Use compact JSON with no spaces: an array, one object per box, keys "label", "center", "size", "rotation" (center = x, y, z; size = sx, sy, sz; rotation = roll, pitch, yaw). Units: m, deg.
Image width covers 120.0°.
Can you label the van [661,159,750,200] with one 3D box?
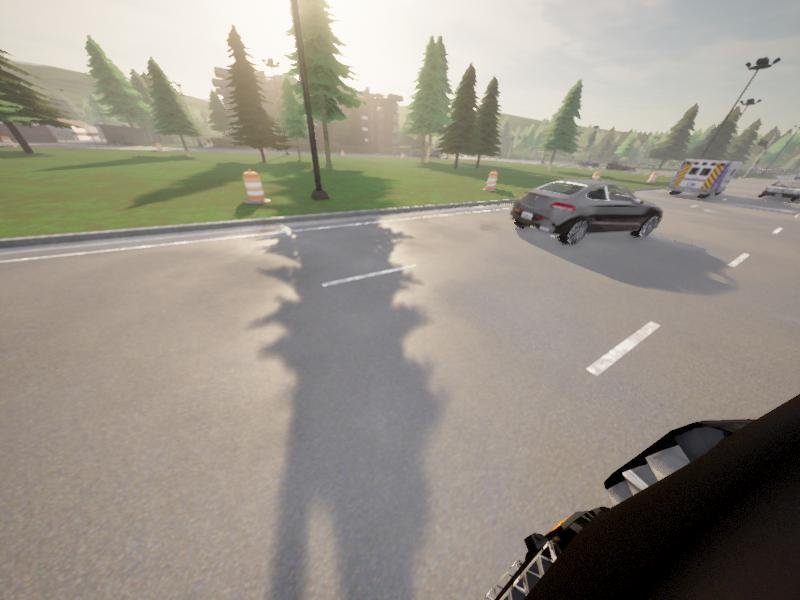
[{"label":"van","center":[24.214,-9.602,18.306],"size":[6.366,2.431,2.351],"rotation":[-16,38,-26]}]

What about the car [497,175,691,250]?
[{"label":"car","center":[6.178,-3.041,7.627],"size":[5.027,1.651,2.152],"rotation":[-9,35,-17]}]

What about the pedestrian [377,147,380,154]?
[{"label":"pedestrian","center":[-6.728,-47.343,73.022],"size":[0.751,1.860,0.751],"rotation":[-24,42,-35]}]

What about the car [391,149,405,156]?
[{"label":"car","center":[-0.717,-43.610,68.468],"size":[3.705,1.549,1.789],"rotation":[-16,38,-26]}]

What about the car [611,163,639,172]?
[{"label":"car","center":[52.127,-30.782,53.601],"size":[1.994,1.385,4.181],"rotation":[-15,38,-26]}]

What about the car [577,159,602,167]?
[{"label":"car","center":[55.596,-40.278,68.003],"size":[1.930,1.638,5.238],"rotation":[-15,38,-26]}]

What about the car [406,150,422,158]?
[{"label":"car","center":[3.917,-40.473,64.061],"size":[3.988,1.617,1.851],"rotation":[-16,38,-26]}]

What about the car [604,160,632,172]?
[{"label":"car","center":[49.016,-30.246,52.054],"size":[1.905,1.878,3.866],"rotation":[-15,38,-26]}]

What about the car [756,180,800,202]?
[{"label":"car","center":[32.735,-9.306,19.589],"size":[4.718,1.301,1.895],"rotation":[-16,38,-26]}]
